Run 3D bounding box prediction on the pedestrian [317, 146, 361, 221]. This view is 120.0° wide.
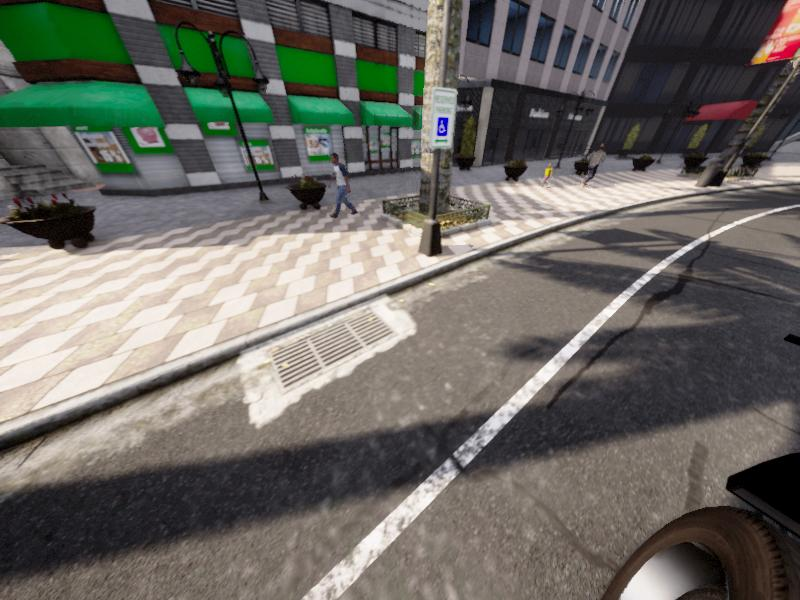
[{"bbox_3d":[-1.789,-3.465,6.917,0.751,1.860,0.751,-23,41,-28],"label":"pedestrian"}]

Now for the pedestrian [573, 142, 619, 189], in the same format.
[{"bbox_3d":[9.294,-6.427,11.026,0.751,1.860,0.751,-15,38,-19],"label":"pedestrian"}]

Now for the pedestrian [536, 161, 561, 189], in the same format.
[{"bbox_3d":[7.119,-5.996,11.093,0.500,1.100,0.500,-12,37,-16],"label":"pedestrian"}]
